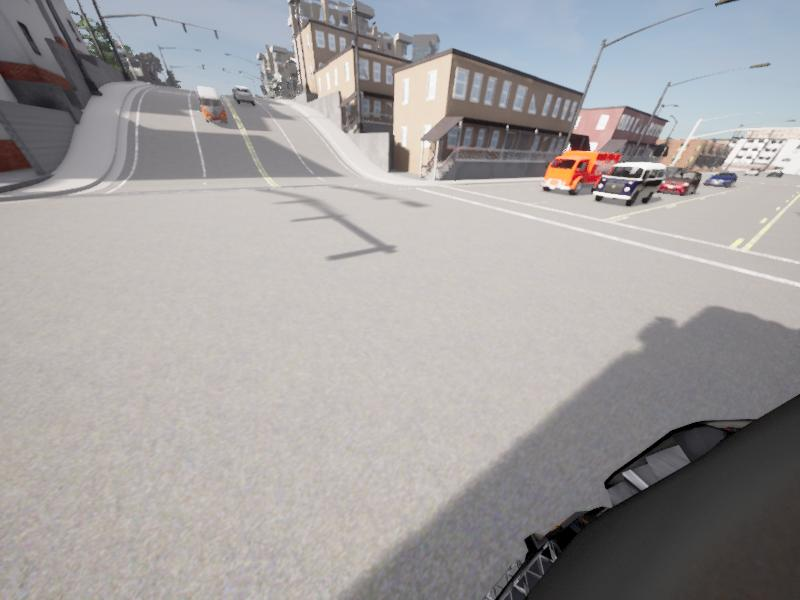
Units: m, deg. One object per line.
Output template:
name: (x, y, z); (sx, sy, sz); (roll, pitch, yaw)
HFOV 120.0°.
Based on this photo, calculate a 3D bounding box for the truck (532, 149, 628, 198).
truck: (12.309, -8.772, 15.918); (5.204, 2.467, 2.627); (-16, 38, -26)

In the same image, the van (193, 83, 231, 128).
van: (-16.862, -17.472, 20.753); (1.775, 1.987, 4.442); (-18, 57, -28)

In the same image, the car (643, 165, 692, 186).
car: (29.632, -13.904, 25.633); (4.553, 1.767, 2.097); (-17, 38, -27)

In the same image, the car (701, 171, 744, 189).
car: (35.950, -13.429, 25.731); (4.674, 1.442, 1.812); (-17, 39, -27)

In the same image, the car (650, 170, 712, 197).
car: (22.003, -9.203, 18.117); (3.988, 1.617, 1.851); (-17, 38, -27)

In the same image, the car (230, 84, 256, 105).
car: (-18.907, -24.700, 27.764); (1.970, 1.475, 3.806); (-17, 48, -28)

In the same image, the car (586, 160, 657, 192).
car: (18.918, -10.700, 19.724); (5.566, 2.045, 2.150); (-17, 39, -27)

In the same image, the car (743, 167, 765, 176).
car: (86.254, -31.372, 56.343); (4.605, 1.855, 1.932); (-17, 38, -27)

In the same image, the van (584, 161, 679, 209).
van: (13.189, -6.666, 13.207); (4.480, 2.038, 2.069); (-17, 38, -28)
